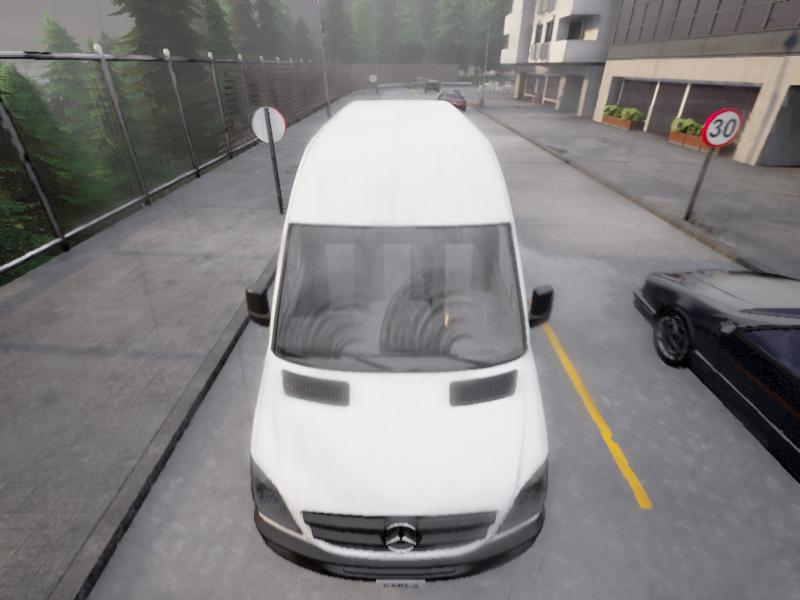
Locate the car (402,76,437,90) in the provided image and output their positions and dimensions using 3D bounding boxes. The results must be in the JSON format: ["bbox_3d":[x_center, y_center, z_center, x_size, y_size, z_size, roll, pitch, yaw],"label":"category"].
[{"bbox_3d":[2.921,-31.975,58.962,5.027,1.651,2.152,-25,38,-35],"label":"car"}]

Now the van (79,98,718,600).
[{"bbox_3d":[-0.005,-0.570,4.441,1.988,2.561,5.915,0,31,0],"label":"van"}]

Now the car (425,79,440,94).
[{"bbox_3d":[4.140,-27.238,51.001,1.837,1.490,4.892,2,30,3],"label":"car"}]

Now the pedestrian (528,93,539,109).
[{"bbox_3d":[10.457,-15.609,31.340,0.500,1.100,0.500,-13,33,-21],"label":"pedestrian"}]

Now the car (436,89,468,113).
[{"bbox_3d":[3.997,-15.655,31.355,1.994,1.385,4.181,0,30,0],"label":"car"}]

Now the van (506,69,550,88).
[{"bbox_3d":[19.851,-34.523,62.408,5.915,2.561,1.988,0,30,0],"label":"van"}]

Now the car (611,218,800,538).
[{"bbox_3d":[3.996,0.958,2.971,2.033,1.411,5.357,0,30,0],"label":"car"}]
